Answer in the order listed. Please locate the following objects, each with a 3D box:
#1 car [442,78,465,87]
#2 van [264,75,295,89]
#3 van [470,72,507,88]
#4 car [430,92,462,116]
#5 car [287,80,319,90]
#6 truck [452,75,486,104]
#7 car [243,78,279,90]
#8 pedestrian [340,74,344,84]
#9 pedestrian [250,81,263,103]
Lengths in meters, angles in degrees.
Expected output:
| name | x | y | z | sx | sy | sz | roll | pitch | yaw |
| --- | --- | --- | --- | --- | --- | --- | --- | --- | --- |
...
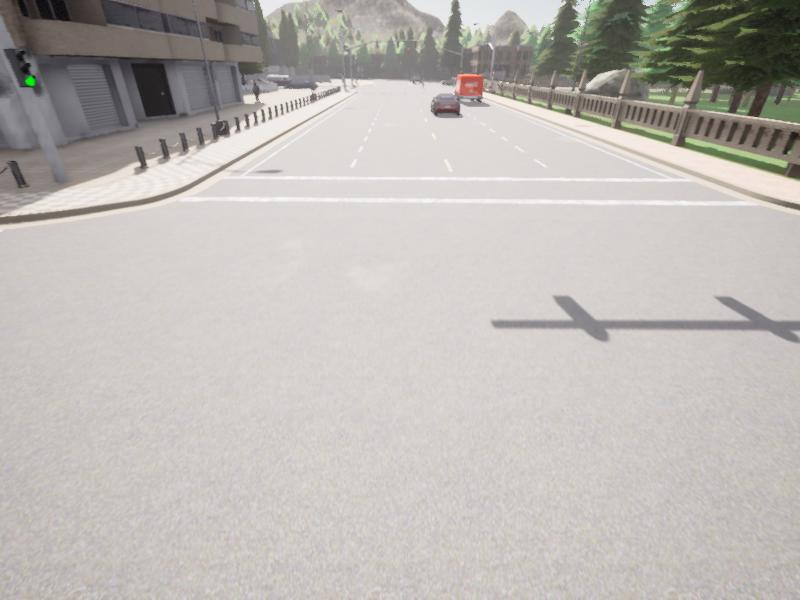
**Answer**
| name | x | y | z | sx | sy | sz | roll | pitch | yaw |
| --- | --- | --- | --- | --- | --- | --- | --- | --- | --- |
| car | 10.160 | -41.357 | 75.999 | 3.806 | 1.475 | 1.970 | 17 | 34 | 27 |
| van | -20.531 | -37.131 | 68.131 | 4.480 | 2.038 | 2.069 | 0 | 30 | 0 |
| van | 15.599 | -39.096 | 71.047 | 5.915 | 2.561 | 1.988 | 0 | 30 | 0 |
| car | 3.534 | -15.332 | 31.235 | 1.994 | 1.385 | 4.181 | 0 | 30 | 0 |
| car | -15.797 | -35.091 | 65.212 | 4.674 | 1.442 | 1.812 | 1 | 30 | 1 |
| truck | 7.043 | -21.998 | 41.631 | 2.627 | 2.467 | 5.204 | 0 | 30 | 0 |
| car | -22.596 | -35.198 | 65.214 | 5.027 | 1.651 | 2.152 | 0 | 30 | 0 |
| pedestrian | -12.389 | -47.278 | 85.464 | 0.751 | 1.860 | 0.751 | -3 | 30 | -5 |
| pedestrian | -13.623 | -19.705 | 37.914 | 0.751 | 1.860 | 0.751 | -4 | 30 | -7 |
